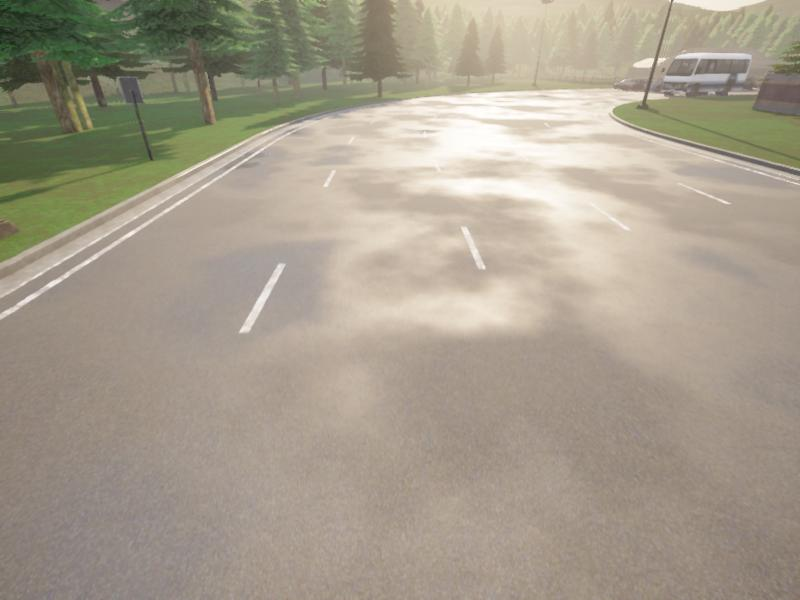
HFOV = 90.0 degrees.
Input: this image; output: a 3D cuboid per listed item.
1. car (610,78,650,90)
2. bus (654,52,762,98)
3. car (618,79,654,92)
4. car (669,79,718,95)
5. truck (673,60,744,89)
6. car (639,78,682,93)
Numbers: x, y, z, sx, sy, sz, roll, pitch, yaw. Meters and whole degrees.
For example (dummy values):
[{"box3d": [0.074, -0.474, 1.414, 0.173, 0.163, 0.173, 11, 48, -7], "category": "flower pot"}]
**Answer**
[{"box3d": [33.942, -31.903, 59.062, 4.792, 1.488, 2.163, -11, 32, -17], "category": "car"}, {"box3d": [35.019, -25.655, 45.640, 10.273, 4.253, 3.944, -12, 33, -20], "category": "bus"}, {"box3d": [32.694, -29.757, 55.387, 4.193, 1.474, 1.816, -12, 33, -20], "category": "car"}, {"box3d": [36.929, -26.832, 50.343, 5.366, 1.575, 1.801, -11, 32, -17], "category": "car"}, {"box3d": [47.632, -34.902, 61.874, 8.468, 3.827, 2.891, -7, 31, -12], "category": "truck"}, {"box3d": [34.264, -28.245, 52.647, 4.856, 1.649, 2.033, -12, 33, -20], "category": "car"}]
